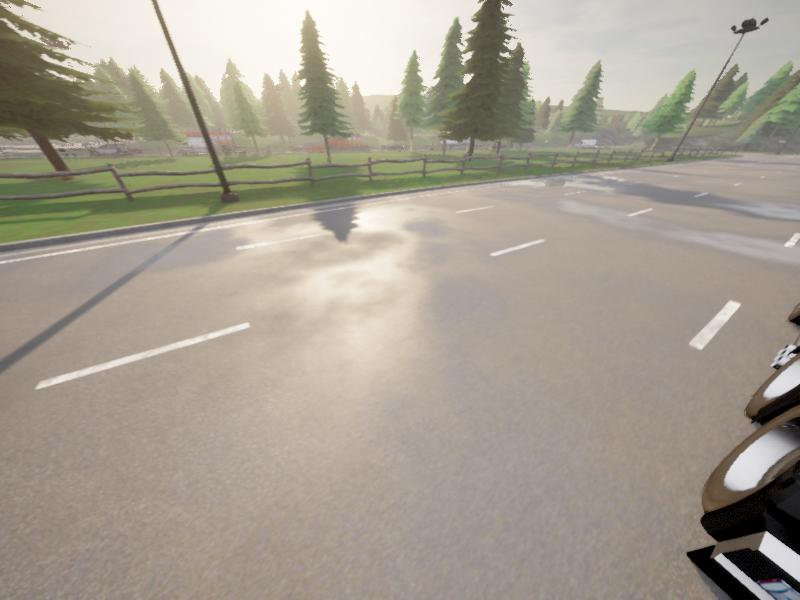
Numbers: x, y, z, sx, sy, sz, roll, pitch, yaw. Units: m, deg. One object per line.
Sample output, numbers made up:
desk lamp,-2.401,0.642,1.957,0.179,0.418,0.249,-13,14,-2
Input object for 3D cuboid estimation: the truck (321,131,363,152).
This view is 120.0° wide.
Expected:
truck,-13.228,-36.685,53.475,8.468,3.827,2.891,-18,39,-24

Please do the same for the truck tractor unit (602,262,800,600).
truck tractor unit,5.107,-0.304,0.789,6.516,4.208,3.053,-18,39,-24

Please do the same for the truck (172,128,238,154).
truck,-35.640,-29.436,42.857,8.468,3.827,2.891,-18,39,-24

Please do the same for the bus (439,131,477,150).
bus,16.780,-46.488,67.444,10.273,4.253,3.944,-18,39,-24

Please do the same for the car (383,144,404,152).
car,-1.483,-37.227,56.382,4.892,1.490,1.837,-18,39,-24

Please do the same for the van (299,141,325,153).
van,-18.310,-31.984,48.273,4.442,1.987,1.775,-18,39,-24

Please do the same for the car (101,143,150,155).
car,-48.273,-26.739,40.812,5.027,1.651,2.152,-18,39,-24

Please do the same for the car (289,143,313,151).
car,-23.824,-36.936,55.720,4.974,1.542,2.038,-18,39,-24

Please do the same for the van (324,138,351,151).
van,-15.948,-39.893,59.171,5.915,2.561,1.988,-18,39,-24

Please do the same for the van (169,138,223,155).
van,-35.166,-26.714,40.163,6.366,2.431,2.351,-18,39,-24

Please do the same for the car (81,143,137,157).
car,-44.808,-23.264,35.823,4.856,1.649,2.033,-18,39,-24
